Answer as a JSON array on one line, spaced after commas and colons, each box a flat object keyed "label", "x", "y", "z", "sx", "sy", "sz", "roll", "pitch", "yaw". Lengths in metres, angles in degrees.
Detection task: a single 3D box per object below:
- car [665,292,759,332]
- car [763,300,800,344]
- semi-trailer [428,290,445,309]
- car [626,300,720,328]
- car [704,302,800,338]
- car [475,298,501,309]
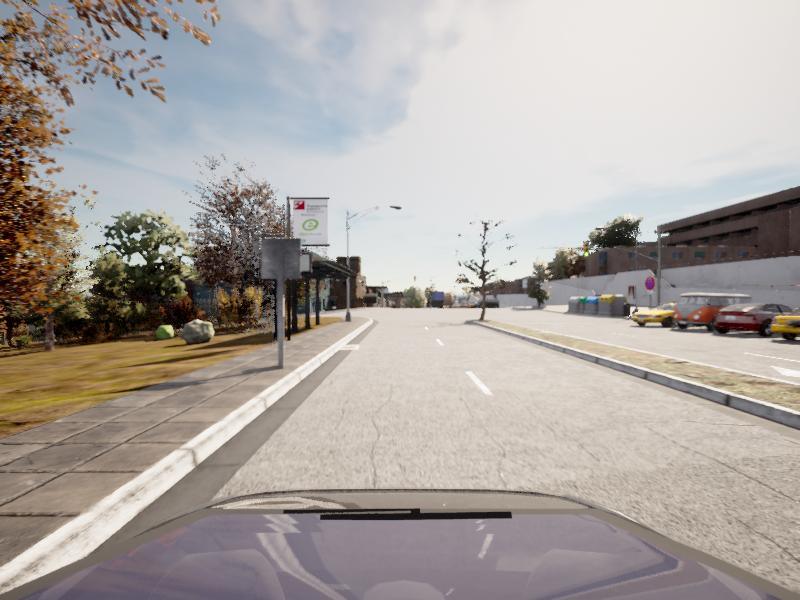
[{"label": "car", "x": 16.804, "y": 0.627, "z": 21.548, "sx": 4.442, "sy": 1.987, "sz": 1.878, "roll": 1, "pitch": 0, "yaw": -20}, {"label": "car", "x": 17.079, "y": 0.840, "z": 15.691, "sx": 5.366, "sy": 1.575, "sz": 1.946, "roll": 1, "pitch": 0, "yaw": -20}, {"label": "semi-trailer", "x": 8.918, "y": 0.050, "z": 99.178, "sx": 2.717, "sy": 4.402, "sz": 14.254, "roll": 0, "pitch": -2, "yaw": 0}, {"label": "car", "x": 16.741, "y": 0.855, "z": 24.506, "sx": 5.366, "sy": 1.575, "sz": 1.946, "roll": 1, "pitch": 0, "yaw": -20}, {"label": "car", "x": 16.933, "y": 0.877, "z": 18.621, "sx": 4.792, "sy": 1.488, "sz": 2.163, "roll": 1, "pitch": 0, "yaw": -20}, {"label": "car", "x": 16.857, "y": 0.694, "z": 76.816, "sx": 4.442, "sy": 1.987, "sz": 1.878, "roll": 1, "pitch": -1, "yaw": -20}]
